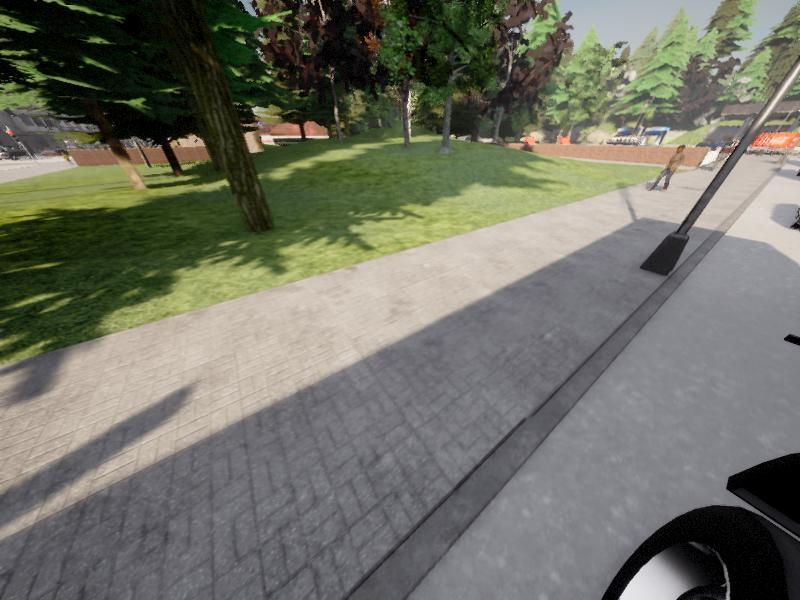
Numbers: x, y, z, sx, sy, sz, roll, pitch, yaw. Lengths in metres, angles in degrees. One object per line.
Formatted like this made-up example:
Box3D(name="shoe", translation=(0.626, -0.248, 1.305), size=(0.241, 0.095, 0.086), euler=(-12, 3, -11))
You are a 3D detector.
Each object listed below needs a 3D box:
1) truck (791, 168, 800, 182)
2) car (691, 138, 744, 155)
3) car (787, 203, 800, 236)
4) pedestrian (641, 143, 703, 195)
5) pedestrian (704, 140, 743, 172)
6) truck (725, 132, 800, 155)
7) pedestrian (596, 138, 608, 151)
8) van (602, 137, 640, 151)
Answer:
Box3D(name="truck", translation=(25.971, -8.234, 13.247), size=(5.204, 2.467, 2.627), euler=(-21, 40, -28))
Box3D(name="car", translation=(46.146, -22.436, 33.725), size=(1.905, 1.878, 3.866), euler=(-18, 39, -24))
Box3D(name="car", translation=(13.120, -2.639, 6.360), size=(4.181, 1.385, 1.994), euler=(-22, 40, -27))
Box3D(name="pedestrian", translation=(11.684, -5.666, 10.017), size=(0.751, 1.860, 0.751), euler=(-7, 36, -10))
Box3D(name="pedestrian", translation=(22.862, -10.222, 16.390), size=(0.751, 1.860, 0.751), euler=(26, 43, 32))
Box3D(name="truck", translation=(51.319, -22.048, 32.627), size=(2.627, 2.467, 5.204), euler=(-9, 36, -15))
Box3D(name="pedestrian", translation=(34.857, -26.896, 39.947), size=(0.751, 1.860, 0.751), euler=(-22, 40, -27))
Box3D(name="van", translation=(42.294, -29.989, 44.340), size=(2.069, 2.038, 4.480), euler=(-22, 40, -27))
